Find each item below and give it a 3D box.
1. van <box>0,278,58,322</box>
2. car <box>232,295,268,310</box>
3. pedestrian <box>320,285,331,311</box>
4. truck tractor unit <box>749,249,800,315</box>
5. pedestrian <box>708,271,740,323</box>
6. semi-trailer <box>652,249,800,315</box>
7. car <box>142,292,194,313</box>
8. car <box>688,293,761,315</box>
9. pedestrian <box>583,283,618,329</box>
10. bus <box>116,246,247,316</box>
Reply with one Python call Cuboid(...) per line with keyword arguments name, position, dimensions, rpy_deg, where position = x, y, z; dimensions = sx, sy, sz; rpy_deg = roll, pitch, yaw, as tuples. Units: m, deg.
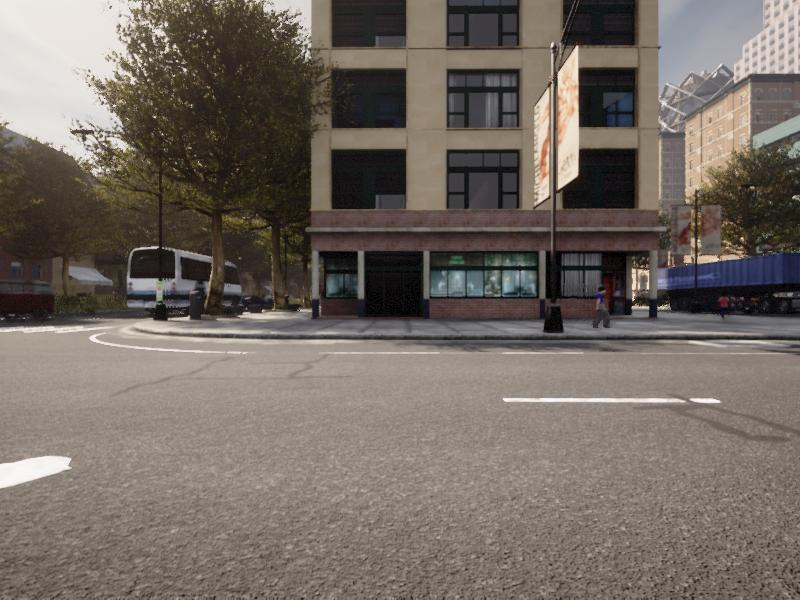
Cuboid(name="van", position=(-18.711, 0.000, 18.592), dimensions=(1.775, 1.987, 4.442), rpy_deg=(0, 0, 1))
Cuboid(name="car", position=(-15.013, 0.271, 40.255), dimensions=(1.812, 1.442, 4.674), rpy_deg=(0, 0, 1))
Cuboid(name="pedestrian", position=(-5.443, -0.115, 29.140), dimensions=(0.751, 1.860, 0.751), rpy_deg=(0, 0, -15))
Cuboid(name="truck tractor unit", position=(26.827, -1.125, 25.871), dimensions=(3.053, 4.208, 6.516), rpy_deg=(0, 0, 3))
Cuboid(name="pedestrian", position=(11.999, -0.116, 14.844), dimensions=(0.751, 1.860, 0.751), rpy_deg=(0, 0, 25))
Cuboid(name="semi-trailer", position=(27.020, -1.218, 33.779), dimensions=(2.717, 4.402, 14.254), rpy_deg=(0, 0, 1))
Cuboid(name="car", position=(-18.578, 0.189, 32.270), dimensions=(1.851, 1.617, 3.988), rpy_deg=(0, 0, 0))
Cuboid(name="car", position=(22.843, 0.253, 28.386), dimensions=(1.816, 1.474, 4.193), rpy_deg=(0, 0, 1))
Cuboid(name="pedestrian", position=(5.794, 0.165, 11.594), dimensions=(0.751, 1.300, 0.751), rpy_deg=(0, 0, 14))
Cuboid(name="bus", position=(-15.223, -1.134, 29.412), dimensions=(3.944, 4.253, 10.273), rpy_deg=(0, 0, 0))
